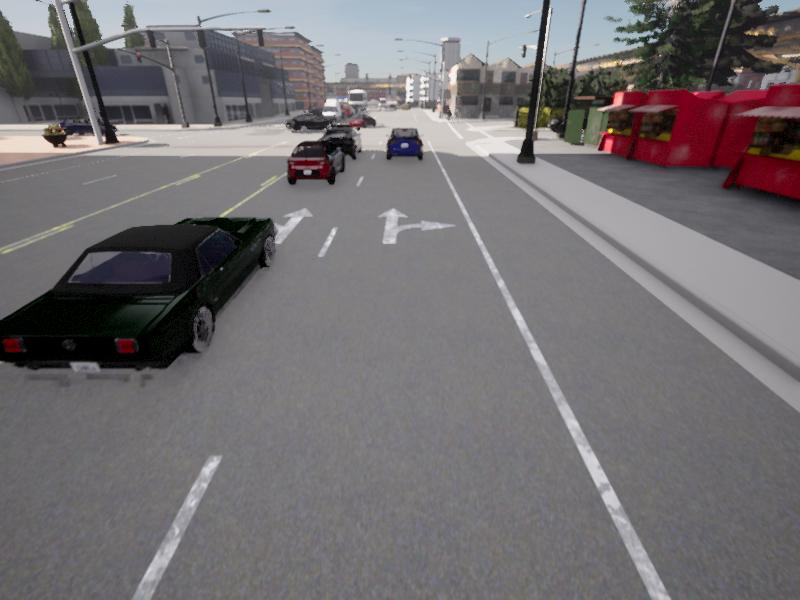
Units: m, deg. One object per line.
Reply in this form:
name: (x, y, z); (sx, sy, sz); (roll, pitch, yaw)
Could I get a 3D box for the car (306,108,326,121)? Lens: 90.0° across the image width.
car: (-13.184, -29.365, 63.221); (1.930, 1.638, 5.238); (0, 27, 1)

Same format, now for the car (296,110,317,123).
car: (-13.276, -26.158, 57.031); (1.816, 1.474, 4.193); (0, 26, 1)

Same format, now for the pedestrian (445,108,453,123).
pedestrian: (6.776, -25.644, 55.541); (0.751, 1.860, 0.751); (17, 31, 30)

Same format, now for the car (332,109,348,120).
car: (-9.601, -29.688, 64.056); (1.812, 1.442, 4.674); (1, 27, 1)

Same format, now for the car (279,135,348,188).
car: (-3.316, -5.714, 16.193); (1.816, 1.474, 4.193); (0, 27, 1)

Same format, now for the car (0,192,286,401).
car: (-3.442, -0.530, 6.266); (1.895, 1.301, 4.718); (0, 27, 1)

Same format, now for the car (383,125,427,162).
car: (0.265, -8.729, 22.109); (2.163, 1.488, 4.792); (0, 27, 1)

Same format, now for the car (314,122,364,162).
car: (-3.223, -8.904, 22.289); (1.930, 1.638, 5.238); (0, 27, 1)

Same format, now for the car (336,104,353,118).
car: (-9.600, -33.018, 69.849); (2.150, 2.045, 5.566); (0, 27, 1)

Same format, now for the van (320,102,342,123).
van: (-9.758, -26.947, 57.408); (1.988, 2.561, 5.915); (0, 27, 1)

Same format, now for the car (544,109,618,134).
car: (16.535, -16.454, 36.833); (5.566, 2.045, 2.150); (0, 26, 1)

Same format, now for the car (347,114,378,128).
car: (-4.232, -20.733, 46.274); (1.994, 1.385, 4.181); (9, 28, 17)

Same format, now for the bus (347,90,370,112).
bus: (-9.218, -45.039, 90.445); (3.944, 4.253, 10.273); (0, 27, 1)

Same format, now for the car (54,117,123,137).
car: (-26.860, -15.001, 34.590); (4.193, 1.474, 1.816); (0, 26, 1)

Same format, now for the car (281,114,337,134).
car: (-8.778, -17.302, 39.169); (5.008, 1.535, 1.882); (-23, 35, -38)
